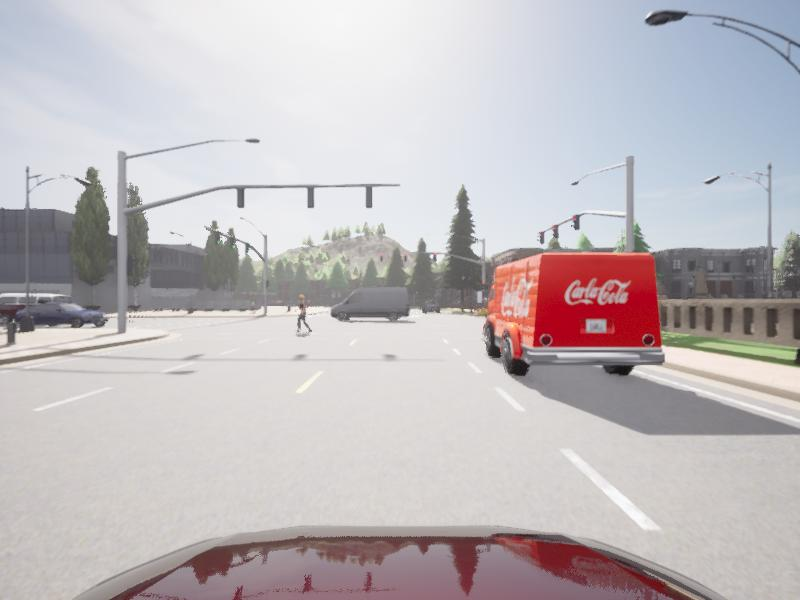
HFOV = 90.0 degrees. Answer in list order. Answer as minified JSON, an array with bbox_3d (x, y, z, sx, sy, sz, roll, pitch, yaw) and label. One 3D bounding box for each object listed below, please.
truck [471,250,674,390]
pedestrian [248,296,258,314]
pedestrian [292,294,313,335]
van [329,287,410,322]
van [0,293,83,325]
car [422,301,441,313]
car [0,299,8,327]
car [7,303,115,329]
[{"bbox_3d":[3.504,0.358,9.653,2.627,2.467,5.204,0,0,0],"label":"truck"},{"bbox_3d":[-15.565,0.490,42.377,0.751,1.860,0.751,0,0,-5],"label":"pedestrian"},{"bbox_3d":[-4.523,0.639,18.574,0.751,1.860,0.751,0,0,1],"label":"pedestrian"},{"bbox_3d":[-2.219,0.325,30.042,5.915,2.561,1.988,0,0,0],"label":"van"},{"bbox_3d":[-24.095,0.574,26.518,4.480,2.038,2.069,0,0,0],"label":"van"},{"bbox_3d":[3.875,0.858,50.112,1.970,1.475,3.806,0,0,-1],"label":"car"},{"bbox_3d":[-26.158,0.783,23.023,5.027,1.651,2.152,0,0,0],"label":"car"},{"bbox_3d":[-19.359,0.872,22.972,4.674,1.442,1.812,0,0,1],"label":"car"}]
